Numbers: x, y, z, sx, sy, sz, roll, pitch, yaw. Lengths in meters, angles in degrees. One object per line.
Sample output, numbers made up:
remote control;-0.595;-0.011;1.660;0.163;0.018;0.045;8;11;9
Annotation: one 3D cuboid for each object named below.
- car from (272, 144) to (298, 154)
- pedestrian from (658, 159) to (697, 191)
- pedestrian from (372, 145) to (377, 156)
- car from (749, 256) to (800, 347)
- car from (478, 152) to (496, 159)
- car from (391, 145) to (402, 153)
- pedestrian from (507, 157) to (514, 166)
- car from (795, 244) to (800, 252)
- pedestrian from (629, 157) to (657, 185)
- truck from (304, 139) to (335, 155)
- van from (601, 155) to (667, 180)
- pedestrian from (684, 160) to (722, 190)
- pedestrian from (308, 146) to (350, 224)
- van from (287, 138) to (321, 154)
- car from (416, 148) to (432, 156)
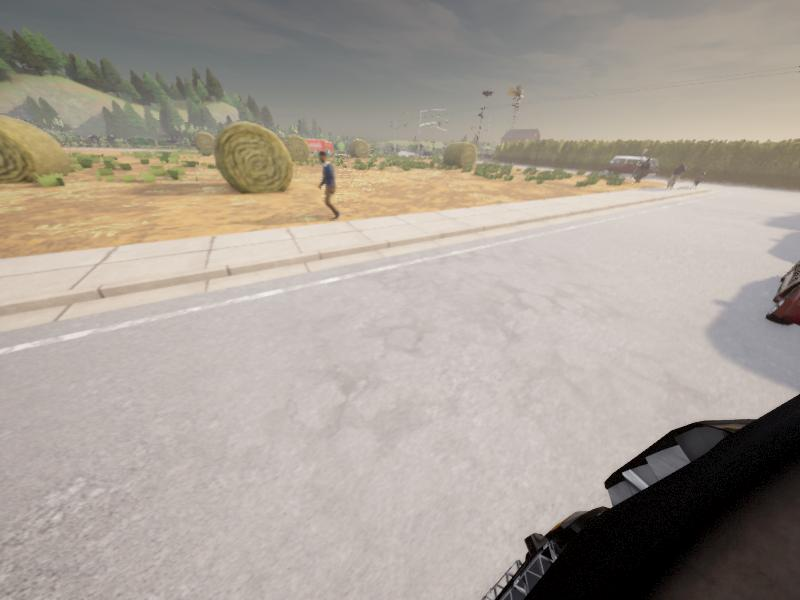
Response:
car;-21.763;-28.601;43.820;4.193;1.474;1.816;-14;37;-23
pedestrian;18.765;-8.456;15.663;0.751;1.860;0.751;-15;38;-25
pedestrian;-5.065;-29.952;46.222;0.751;1.860;0.751;-15;38;-24
car;7.711;-0.192;3.397;4.181;1.385;1.994;-17;38;-26
car;24.008;-39.943;63.710;4.674;1.442;1.812;-16;38;-25
car;-1.055;-45.742;69.923;1.789;1.549;3.705;-12;40;-21
pedestrian;16.123;-20.139;33.660;0.500;1.100;0.500;-17;38;-26
car;14.312;-2.233;6.629;5.027;1.651;2.152;-16;38;-26
pedestrian;19.216;-10.200;18.292;0.751;1.860;0.751;-26;43;-35
truck;-15.965;-30.432;46.018;5.204;2.467;2.627;-14;37;-23
van;26.464;-15.162;26.357;2.069;2.038;4.480;-16;38;-25
pedestrian;22.082;-9.132;16.880;0.751;1.860;0.751;-15;37;-24
pedestrian;-1.983;-3.245;6.582;0.751;1.860;0.751;-16;38;-26
van;-19.762;-31.706;47.621;5.915;2.561;1.988;-14;37;-23
car;6.597;-40.457;63.246;2.038;1.542;4.974;-13;38;-21
